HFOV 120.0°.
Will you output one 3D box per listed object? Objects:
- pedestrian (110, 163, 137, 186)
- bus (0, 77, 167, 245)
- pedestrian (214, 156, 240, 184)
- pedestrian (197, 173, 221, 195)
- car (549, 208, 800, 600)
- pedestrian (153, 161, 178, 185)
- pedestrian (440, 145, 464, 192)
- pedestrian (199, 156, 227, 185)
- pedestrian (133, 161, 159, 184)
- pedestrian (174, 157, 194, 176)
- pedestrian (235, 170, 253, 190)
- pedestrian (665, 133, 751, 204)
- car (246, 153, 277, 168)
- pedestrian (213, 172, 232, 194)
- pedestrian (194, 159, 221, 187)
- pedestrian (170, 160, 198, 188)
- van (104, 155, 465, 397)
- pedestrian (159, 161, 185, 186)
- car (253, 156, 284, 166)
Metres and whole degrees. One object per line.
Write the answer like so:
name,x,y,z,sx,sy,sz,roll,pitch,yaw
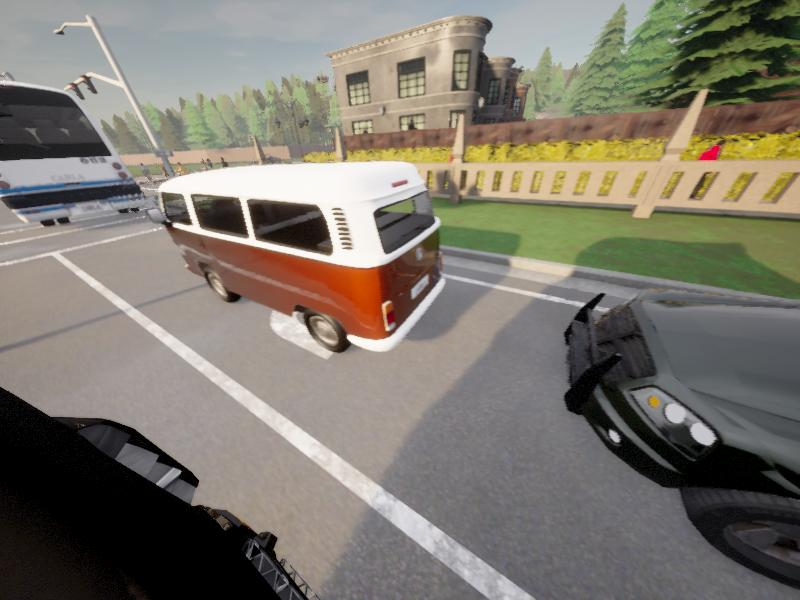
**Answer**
pedestrian,-25.894,-11.758,21.660,0.751,1.860,0.751,19,39,29
bus,-15.549,-6.056,10.273,10.273,4.253,3.944,21,41,31
pedestrian,-13.363,-10.044,17.892,0.751,1.860,0.751,10,36,18
pedestrian,-11.139,-6.767,13.519,0.500,1.100,0.500,3,34,8
car,3.772,0.854,0.979,4.974,1.542,2.038,17,38,25
pedestrian,-21.888,-11.877,21.612,0.751,1.860,0.751,19,39,29
pedestrian,2.465,-6.255,11.058,0.751,1.860,0.751,17,38,27
pedestrian,-14.629,-10.112,18.087,0.751,1.860,0.751,2,34,8
pedestrian,-24.878,-12.483,22.662,0.751,1.860,0.751,14,37,23
pedestrian,-25.566,-15.777,27.355,0.751,1.860,0.751,9,36,17
pedestrian,-10.125,-7.836,15.039,0.500,1.100,0.500,23,42,34
pedestrian,9.630,-4.131,7.355,0.751,1.860,0.751,15,38,24
car,-24.187,-24.510,40.570,1.905,1.878,3.866,16,38,26
pedestrian,-10.668,-7.039,13.890,0.500,1.100,0.500,-17,36,-21
pedestrian,-15.354,-10.138,18.453,0.751,1.860,0.751,12,37,22
pedestrian,-17.029,-9.908,18.235,0.751,1.860,0.751,19,39,29
van,-1.638,-0.913,3.549,4.480,2.038,2.069,16,38,26
pedestrian,-19.710,-10.946,19.983,0.751,1.860,0.751,20,40,30
car,-25.360,-26.995,44.767,1.812,1.442,4.674,16,38,26
